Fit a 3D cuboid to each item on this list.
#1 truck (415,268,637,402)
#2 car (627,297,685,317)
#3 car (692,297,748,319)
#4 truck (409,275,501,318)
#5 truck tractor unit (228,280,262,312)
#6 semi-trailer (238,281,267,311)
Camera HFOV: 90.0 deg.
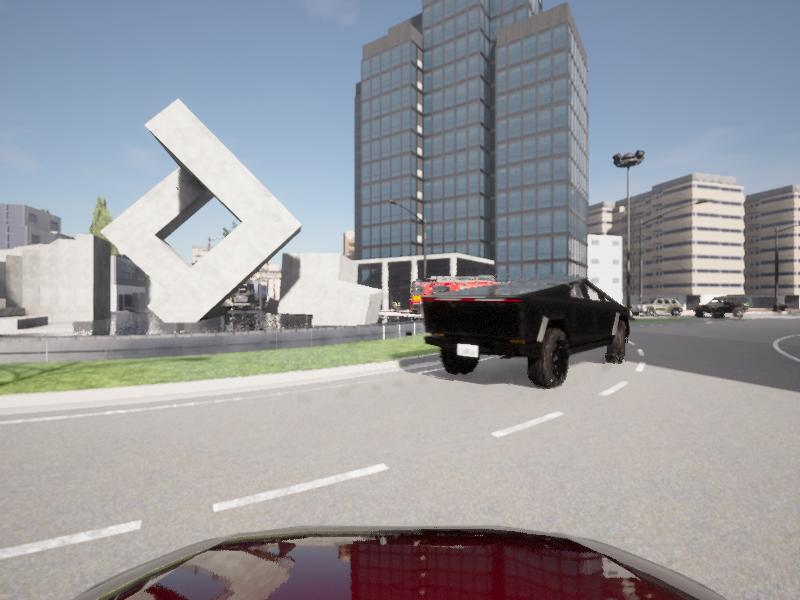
[{"bbox_3d":[3.337,0.546,9.351,2.390,2.098,6.274,1,0,44],"label":"truck"},{"bbox_3d":[24.631,0.671,38.503,4.605,1.855,1.932,0,0,-11],"label":"car"},{"bbox_3d":[28.581,0.664,35.731,3.866,1.878,1.905,0,0,-12],"label":"car"},{"bbox_3d":[5.329,-0.305,38.826,8.468,3.827,2.891,0,0,21],"label":"truck"},{"bbox_3d":[-22.080,-0.507,57.394,3.053,4.208,6.516,0,0,-8],"label":"truck tractor unit"},{"bbox_3d":[-23.711,-0.596,65.131,2.717,4.402,14.254,0,0,-13],"label":"semi-trailer"}]
